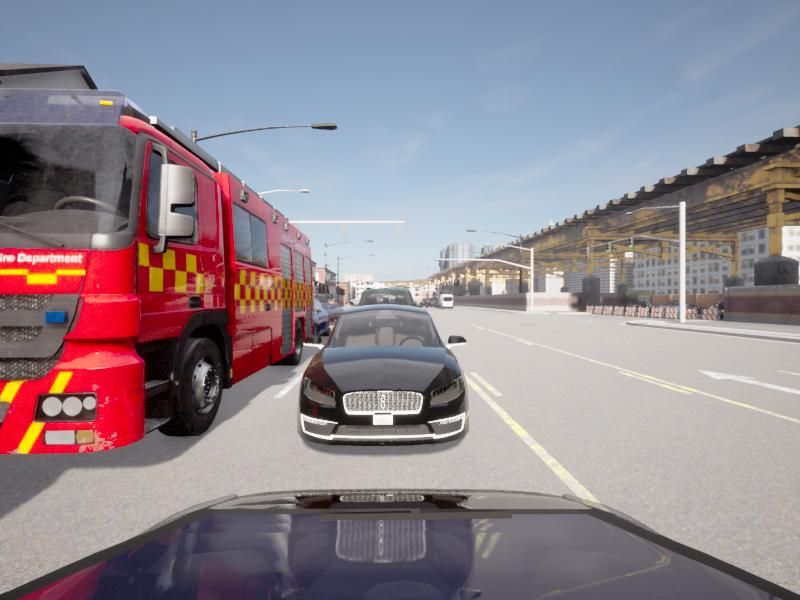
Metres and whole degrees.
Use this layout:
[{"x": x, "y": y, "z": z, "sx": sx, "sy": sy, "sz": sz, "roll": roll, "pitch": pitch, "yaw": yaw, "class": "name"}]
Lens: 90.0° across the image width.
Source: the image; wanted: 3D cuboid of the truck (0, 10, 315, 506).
[{"x": -3.763, "y": -0.320, "z": 7.296, "sx": 2.891, "sy": 3.827, "sz": 8.468, "roll": 0, "pitch": 0, "yaw": -2, "class": "truck"}]

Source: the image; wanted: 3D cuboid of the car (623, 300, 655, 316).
[{"x": 25.138, "y": 0.796, "z": 41.974, "sx": 2.038, "sy": 1.542, "sz": 4.974, "roll": 0, "pitch": 0, "yaw": 42, "class": "car"}]

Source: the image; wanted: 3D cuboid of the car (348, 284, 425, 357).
[{"x": -0.461, "y": 0.568, "z": 14.017, "sx": 2.150, "sy": 2.045, "sz": 5.566, "roll": 0, "pitch": 0, "yaw": -2, "class": "car"}]

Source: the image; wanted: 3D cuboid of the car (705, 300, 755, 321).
[{"x": 26.240, "y": 0.796, "z": 32.028, "sx": 2.038, "sy": 1.542, "sz": 4.974, "roll": 0, "pitch": 0, "yaw": 27, "class": "car"}]

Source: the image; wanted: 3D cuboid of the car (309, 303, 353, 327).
[{"x": -4.810, "y": 0.904, "z": 27.135, "sx": 2.033, "sy": 1.411, "sz": 5.357, "roll": 0, "pitch": 0, "yaw": -20, "class": "car"}]

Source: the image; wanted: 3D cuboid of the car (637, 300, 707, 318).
[{"x": 25.288, "y": 0.796, "z": 37.368, "sx": 2.038, "sy": 1.542, "sz": 4.974, "roll": 0, "pitch": 0, "yaw": -38, "class": "car"}]

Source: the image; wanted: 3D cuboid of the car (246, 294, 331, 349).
[{"x": -4.000, "y": 0.695, "z": 15.263, "sx": 2.097, "sy": 1.767, "sz": 4.553, "roll": 0, "pitch": 0, "yaw": -2, "class": "car"}]

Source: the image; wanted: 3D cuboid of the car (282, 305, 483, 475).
[{"x": -0.220, "y": 0.845, "z": 6.104, "sx": 1.837, "sy": 1.490, "sz": 4.892, "roll": 0, "pitch": 0, "yaw": -2, "class": "car"}]

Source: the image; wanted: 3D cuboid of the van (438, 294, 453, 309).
[{"x": 8.259, "y": 0.305, "z": 73.031, "sx": 1.988, "sy": 2.561, "sz": 5.915, "roll": 0, "pitch": 0, "yaw": -2, "class": "van"}]
